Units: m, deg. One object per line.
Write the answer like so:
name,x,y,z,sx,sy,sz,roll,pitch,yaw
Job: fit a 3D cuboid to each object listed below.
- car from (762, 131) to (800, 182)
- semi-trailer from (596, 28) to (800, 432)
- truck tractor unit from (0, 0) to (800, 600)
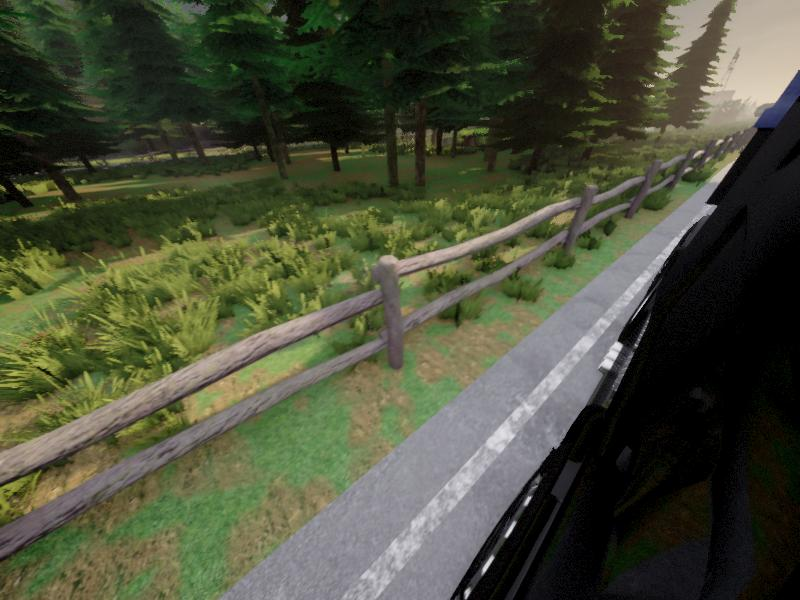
car,16.507,-5.650,9.011,4.181,1.385,1.994,-26,43,-28
semi-trailer,8.794,-3.538,4.132,14.254,4.402,2.717,-27,43,-29
truck tractor unit,2.645,-0.295,0.351,6.516,4.208,3.053,-28,44,-30
